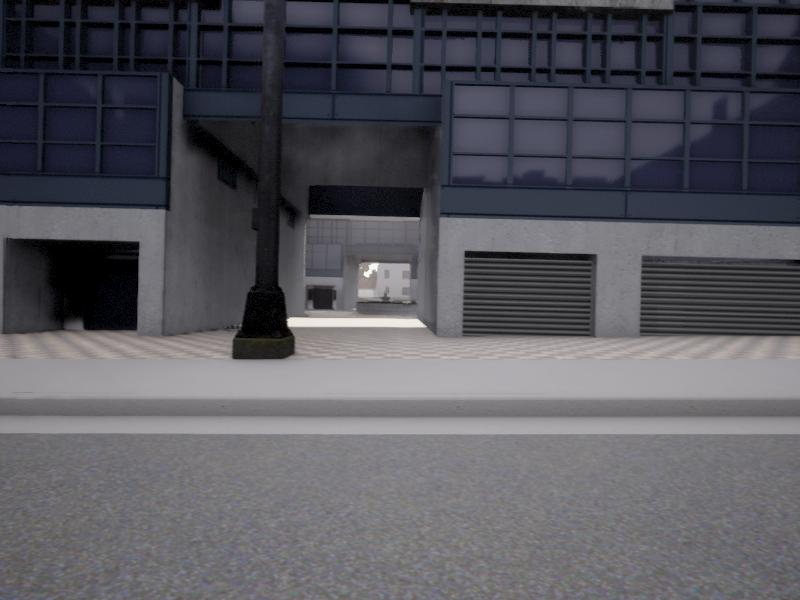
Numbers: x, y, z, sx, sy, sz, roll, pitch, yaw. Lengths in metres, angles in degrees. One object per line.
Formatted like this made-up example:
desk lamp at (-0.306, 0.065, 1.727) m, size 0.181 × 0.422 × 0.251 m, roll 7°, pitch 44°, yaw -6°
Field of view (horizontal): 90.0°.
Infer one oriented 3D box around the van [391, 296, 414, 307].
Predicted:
van at (0.498, 0.349, 77.923) m, size 4.442 × 1.987 × 1.775 m, roll 2°, pitch 0°, yaw 5°

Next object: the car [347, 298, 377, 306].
car at (-7.429, 0.429, 78.722) m, size 5.357 × 1.411 × 2.033 m, roll 2°, pitch 0°, yaw 13°

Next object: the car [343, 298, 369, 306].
car at (-8.275, 0.388, 75.320) m, size 4.674 × 1.442 × 1.812 m, roll 2°, pitch 0°, yaw 13°
